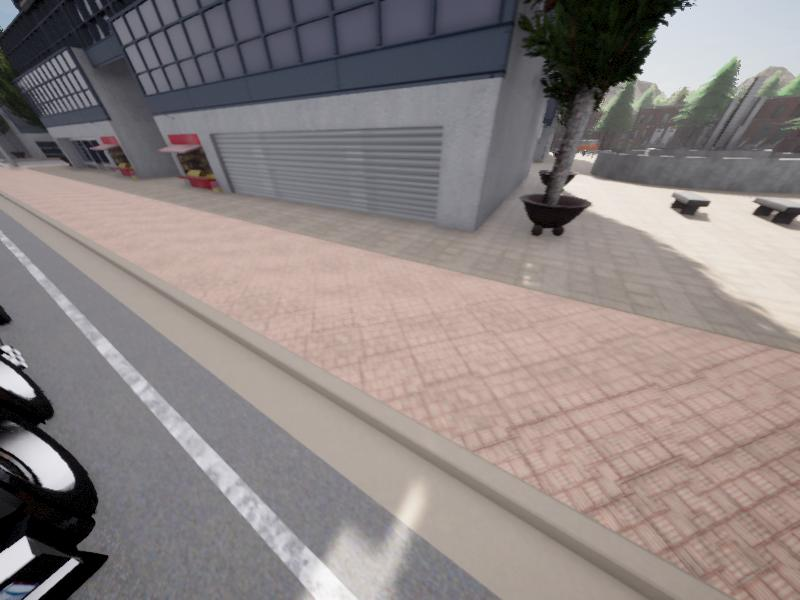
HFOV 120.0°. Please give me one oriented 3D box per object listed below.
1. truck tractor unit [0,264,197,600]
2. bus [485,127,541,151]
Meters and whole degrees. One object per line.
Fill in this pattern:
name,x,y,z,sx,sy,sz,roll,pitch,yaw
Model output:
truck tractor unit,-5.118,-0.293,0.782,6.516,4.208,3.053,18,39,24
bus,25.788,-37.085,53.322,10.273,4.253,3.944,19,39,26
